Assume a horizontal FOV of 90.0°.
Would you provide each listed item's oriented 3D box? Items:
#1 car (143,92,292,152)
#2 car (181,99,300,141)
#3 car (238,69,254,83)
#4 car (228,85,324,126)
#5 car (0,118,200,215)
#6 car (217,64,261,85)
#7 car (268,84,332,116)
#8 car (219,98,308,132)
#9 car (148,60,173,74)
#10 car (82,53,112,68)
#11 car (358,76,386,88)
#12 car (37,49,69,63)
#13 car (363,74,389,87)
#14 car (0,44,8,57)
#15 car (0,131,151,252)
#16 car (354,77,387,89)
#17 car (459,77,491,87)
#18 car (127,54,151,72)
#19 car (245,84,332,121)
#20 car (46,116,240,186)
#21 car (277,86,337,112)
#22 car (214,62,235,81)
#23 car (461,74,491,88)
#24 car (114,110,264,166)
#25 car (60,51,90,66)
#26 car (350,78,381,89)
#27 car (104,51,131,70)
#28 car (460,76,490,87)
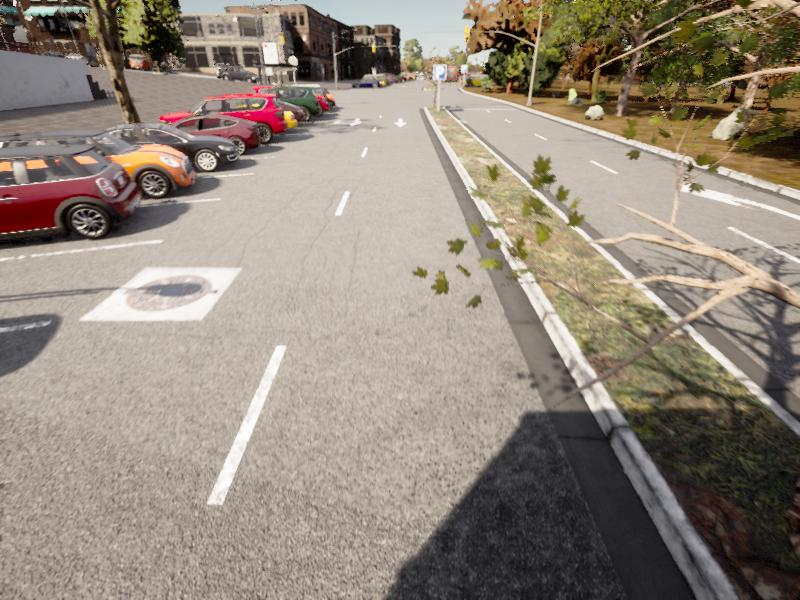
[{"bbox_3d":[-8.080,-8.269,18.355,5.566,2.045,2.435,-11,32,-17],"label":"car"},{"bbox_3d":[-8.220,-9.523,21.037,5.366,1.575,1.946,-11,32,-17],"label":"car"},{"bbox_3d":[-22.435,-32.607,58.268,2.002,1.452,4.674,-5,29,-20],"label":"car"},{"bbox_3d":[-8.052,-12.764,26.168,5.566,2.045,2.435,-11,32,-17],"label":"car"},{"bbox_3d":[-8.091,-3.666,10.622,4.553,1.767,2.185,-11,31,-17],"label":"car"},{"bbox_3d":[-20.320,-28.491,50.563,4.605,1.855,1.932,5,28,-2],"label":"car"},{"bbox_3d":[-7.864,-15.772,31.444,4.442,1.987,1.878,-11,31,-16],"label":"car"},{"bbox_3d":[-8.031,-11.018,23.716,4.674,1.452,2.002,-11,32,-17],"label":"car"},{"bbox_3d":[-34.468,-33.640,57.796,2.231,1.521,4.892,-5,29,-19],"label":"car"},{"bbox_3d":[-43.567,-34.487,57.621,1.946,1.575,5.366,-5,29,-20],"label":"car"},{"bbox_3d":[-4.981,-39.231,71.857,4.553,1.767,2.185,-8,30,-12],"label":"car"},{"bbox_3d":[-49.536,-34.859,57.254,2.002,1.452,4.674,-5,29,-20],"label":"car"},{"bbox_3d":[-4.516,-40.840,74.439,4.442,1.987,1.878,-8,30,-12],"label":"car"},{"bbox_3d":[-58.615,-35.707,57.002,1.946,1.575,5.366,-5,29,-20],"label":"car"},{"bbox_3d":[-8.030,-2.173,8.036,4.553,1.767,2.185,-11,32,-17],"label":"car"},{"bbox_3d":[-5.073,-37.651,69.361,5.366,1.575,1.946,-8,30,-12],"label":"car"},{"bbox_3d":[13.928,-40.479,74.160,5.366,1.575,1.946,-6,31,-12],"label":"car"},{"bbox_3d":[-37.413,-34.042,57.494,1.878,1.987,4.442,-5,29,-20],"label":"car"},{"bbox_3d":[-7.980,-14.279,28.799,5.566,2.045,2.435,-11,31,-17],"label":"car"},{"bbox_3d":[-8.063,-5.061,13.293,4.892,1.521,2.231,-11,31,-17],"label":"car"},{"bbox_3d":[-7.890,-17.169,34.075,4.553,1.767,2.185,-10,32,-16],"label":"car"},{"bbox_3d":[-25.430,-33.124,58.038,2.435,2.045,5.566,-5,29,-19],"label":"car"},{"bbox_3d":[13.010,-37.688,68.886,4.442,1.987,1.878,-7,31,-12],"label":"car"},{"bbox_3d":[-8.079,-6.527,15.892,4.792,1.488,2.163,-11,32,-17],"label":"car"},{"bbox_3d":[-46.520,-34.616,57.381,2.002,1.452,4.674,-5,29,-20],"label":"car"},{"bbox_3d":[-5.717,-36.117,66.791,4.792,1.488,2.163,-8,31,-12],"label":"car"},{"bbox_3d":[-40.429,-34.293,57.381,1.878,1.987,4.442,-4,29,-20],"label":"car"},{"bbox_3d":[13.392,-39.088,71.507,4.553,1.767,2.185,-6,31,-12],"label":"car"}]
